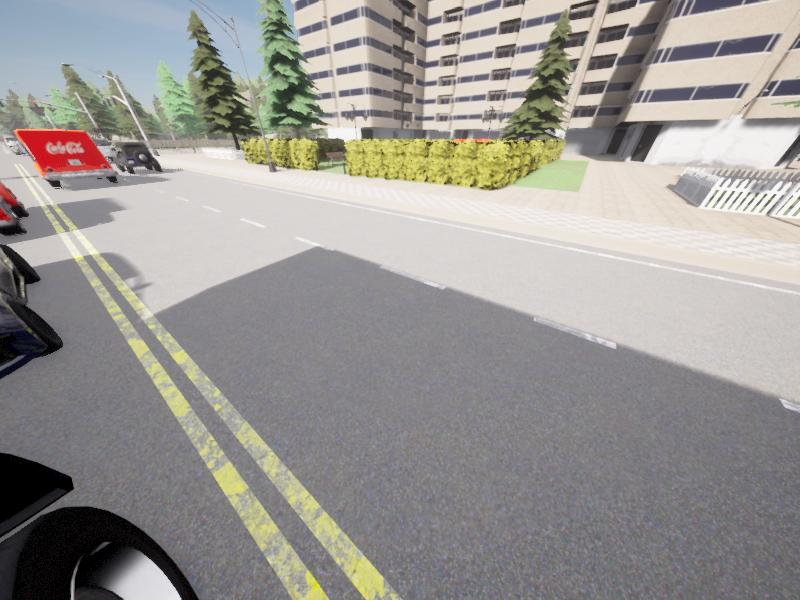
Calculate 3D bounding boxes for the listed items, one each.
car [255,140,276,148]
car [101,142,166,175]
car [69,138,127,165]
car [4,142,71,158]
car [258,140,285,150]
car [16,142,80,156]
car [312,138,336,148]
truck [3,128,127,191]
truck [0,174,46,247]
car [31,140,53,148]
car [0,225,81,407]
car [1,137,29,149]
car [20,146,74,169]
[{"bbox_3d":[-31.737,-36.791,54.569,1.845,1.501,3.633,22,41,28],"label":"car"},{"bbox_3d":[-19.783,-10.610,17.194,3.866,1.878,1.905,21,40,28],"label":"car"},{"bbox_3d":[-30.177,-14.898,23.081,5.566,2.045,2.150,22,41,28],"label":"car"},{"bbox_3d":[-48.052,-20.059,30.801,2.007,1.525,4.514,24,42,30],"label":"car"},{"bbox_3d":[-29.179,-35.358,52.581,2.242,1.667,4.611,22,41,28],"label":"car"},{"bbox_3d":[-50.271,-21.728,33.135,2.163,1.488,4.792,24,42,30],"label":"car"},{"bbox_3d":[-19.352,-40.084,58.920,2.150,2.045,5.566,22,41,28],"label":"car"},{"bbox_3d":[-18.340,-7.801,12.703,5.204,2.467,2.627,22,40,28],"label":"truck"},{"bbox_3d":[-12.350,-2.896,5.794,5.204,2.467,2.627,22,41,28],"label":"truck"},{"bbox_3d":[-80.633,-35.190,52.059,4.514,1.525,2.007,22,41,28],"label":"car"},{"bbox_3d":[-6.274,-0.083,2.548,4.611,1.667,2.242,22,41,28],"label":"car"},{"bbox_3d":[-81.838,-33.459,49.084,5.566,2.045,2.150,22,41,28],"label":"car"},{"bbox_3d":[-30.177,-12.228,19.737,3.633,1.501,1.845,22,41,28],"label":"car"}]
